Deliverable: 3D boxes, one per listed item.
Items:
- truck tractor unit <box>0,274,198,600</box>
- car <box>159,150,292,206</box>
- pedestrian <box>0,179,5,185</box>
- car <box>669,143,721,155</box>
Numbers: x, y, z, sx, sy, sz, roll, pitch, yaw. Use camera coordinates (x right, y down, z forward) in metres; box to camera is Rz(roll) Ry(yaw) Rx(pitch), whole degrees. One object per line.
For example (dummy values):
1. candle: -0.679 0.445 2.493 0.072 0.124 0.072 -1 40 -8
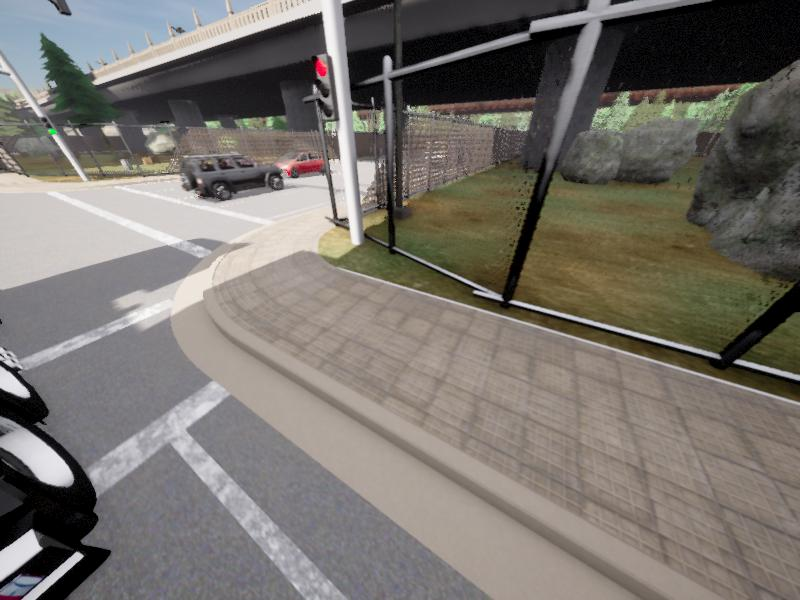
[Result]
1. truck tractor unit: -5.131 -0.280 0.761 6.516 4.208 3.053 17 38 23
2. car: -8.244 -6.286 11.572 1.932 1.855 4.605 18 39 24
3. pedestrian: -24.260 -7.396 13.367 0.751 1.300 0.751 16 38 22
4. car: 52.712 -27.161 41.458 5.238 1.638 1.930 18 39 24
